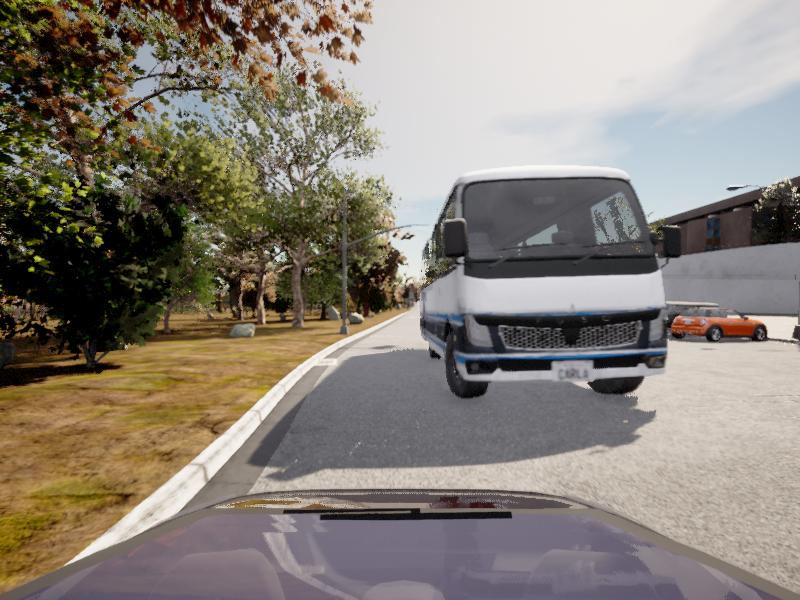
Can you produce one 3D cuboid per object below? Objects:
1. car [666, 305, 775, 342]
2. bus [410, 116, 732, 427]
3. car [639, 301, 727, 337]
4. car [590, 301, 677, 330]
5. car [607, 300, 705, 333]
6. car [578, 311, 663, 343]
[{"bbox_3d":[16.663,1.197,20.881,4.553,1.767,2.185,1,-1,-16],"label":"car"},{"bbox_3d":[2.519,-0.305,10.747,3.944,4.253,10.273,-2,-1,-1],"label":"bus"},{"bbox_3d":[16.828,1.112,23.855,4.442,1.987,1.878,1,0,-16],"label":"car"},{"bbox_3d":[17.403,1.125,29.903,5.566,2.045,2.435,1,-1,-16],"label":"car"},{"bbox_3d":[17.137,1.106,26.878,5.566,2.045,2.435,1,0,-16],"label":"car"},{"bbox_3d":[11.649,1.357,21.658,2.033,1.411,5.357,0,0,5],"label":"car"}]
